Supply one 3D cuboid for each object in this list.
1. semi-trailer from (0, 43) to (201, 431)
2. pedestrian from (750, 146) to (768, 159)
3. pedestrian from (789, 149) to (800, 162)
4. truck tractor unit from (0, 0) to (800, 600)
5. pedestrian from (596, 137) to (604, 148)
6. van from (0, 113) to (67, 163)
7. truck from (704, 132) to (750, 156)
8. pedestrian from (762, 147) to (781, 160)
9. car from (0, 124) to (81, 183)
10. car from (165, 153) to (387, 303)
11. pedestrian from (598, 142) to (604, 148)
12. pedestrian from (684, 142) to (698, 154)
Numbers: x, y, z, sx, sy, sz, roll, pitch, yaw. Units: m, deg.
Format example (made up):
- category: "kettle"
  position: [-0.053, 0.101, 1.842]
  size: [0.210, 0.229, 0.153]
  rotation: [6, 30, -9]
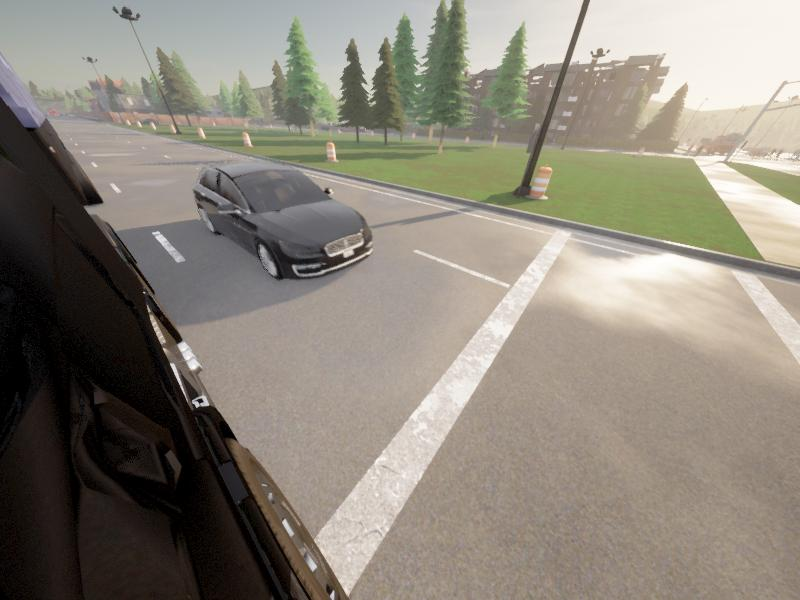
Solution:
- category: "semi-trailer"
  position: [-8.691, -3.610, 4.234]
  size: [14.254, 4.402, 2.717]
  rotation: [28, 44, 30]
- category: "pedestrian"
  position: [63.455, -26.068, 40.855]
  size: [0.751, 1.860, 0.751]
  rotation: [26, 43, 28]
- category: "pedestrian"
  position: [67.334, -24.448, 38.932]
  size: [0.751, 1.860, 0.751]
  rotation: [22, 41, 24]
- category: "truck tractor unit"
  position: [-2.645, -0.295, 0.351]
  size: [6.516, 4.208, 3.053]
  rotation: [28, 44, 30]
- category: "pedestrian"
  position: [45.544, -35.895, 52.619]
  size: [0.751, 1.860, 0.751]
  rotation: [28, 44, 30]
- category: "van"
  position: [-20.776, -9.071, 12.813]
  size: [4.442, 1.987, 1.775]
  rotation: [28, 44, 30]
- category: "truck"
  position: [70.143, -33.684, 49.854]
  size: [2.891, 3.827, 8.468]
  rotation: [28, 44, 30]
- category: "pedestrian"
  position: [64.618, -25.533, 40.212]
  size: [0.751, 1.860, 0.751]
  rotation: [24, 42, 26]
- category: "car"
  position: [-16.033, -6.385, 9.831]
  size: [5.027, 1.651, 2.152]
  rotation: [28, 44, 30]
- category: "car"
  position: [-2.693, -1.948, 4.830]
  size: [4.892, 1.490, 1.837]
  rotation: [28, 44, 30]
- category: "pedestrian"
  position: [46.183, -35.680, 53.007]
  size: [0.500, 1.100, 0.500]
  rotation: [28, 44, 30]
- category: "pedestrian"
  position: [53.469, -27.900, 42.432]
  size: [0.751, 1.860, 0.751]
  rotation: [29, 44, 30]
